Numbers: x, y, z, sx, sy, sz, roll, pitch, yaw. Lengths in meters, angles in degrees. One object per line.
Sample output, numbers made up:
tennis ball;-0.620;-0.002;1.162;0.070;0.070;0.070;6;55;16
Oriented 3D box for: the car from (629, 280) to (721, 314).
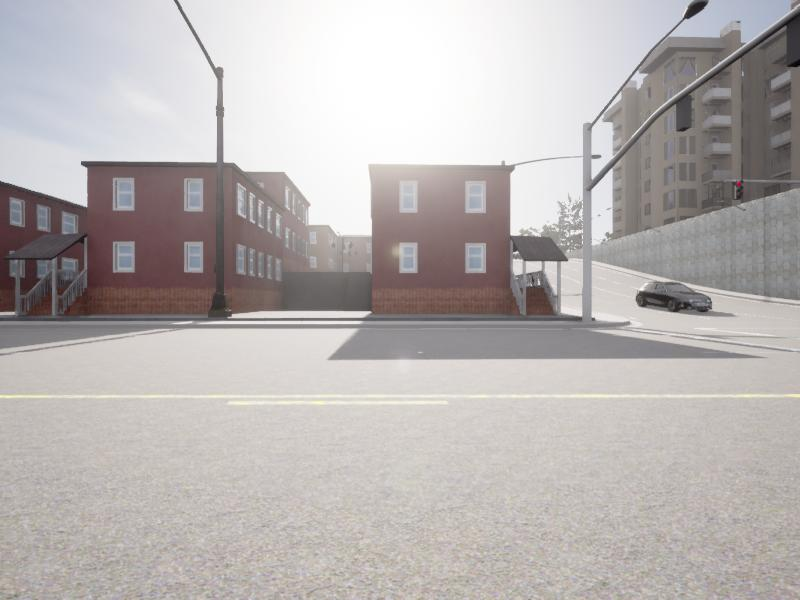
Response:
car;16.117;-0.256;23.853;2.033;1.649;4.856;0;5;0
